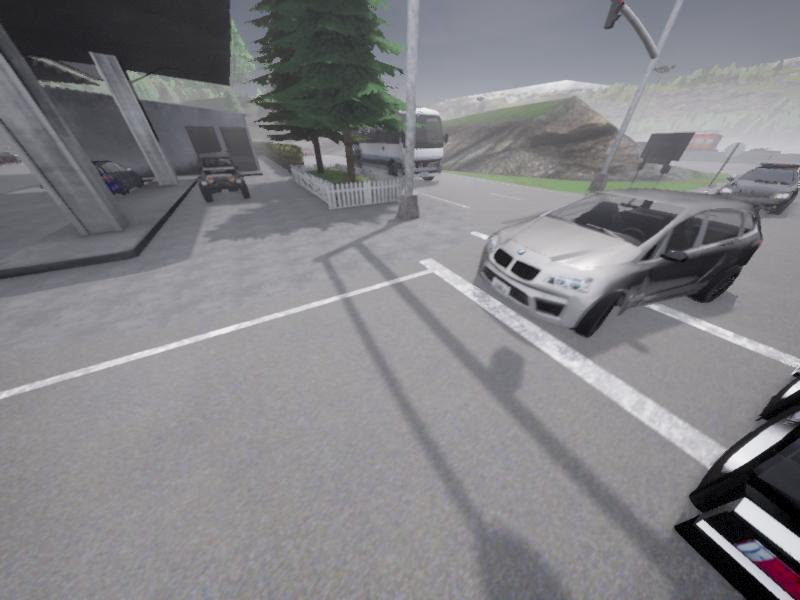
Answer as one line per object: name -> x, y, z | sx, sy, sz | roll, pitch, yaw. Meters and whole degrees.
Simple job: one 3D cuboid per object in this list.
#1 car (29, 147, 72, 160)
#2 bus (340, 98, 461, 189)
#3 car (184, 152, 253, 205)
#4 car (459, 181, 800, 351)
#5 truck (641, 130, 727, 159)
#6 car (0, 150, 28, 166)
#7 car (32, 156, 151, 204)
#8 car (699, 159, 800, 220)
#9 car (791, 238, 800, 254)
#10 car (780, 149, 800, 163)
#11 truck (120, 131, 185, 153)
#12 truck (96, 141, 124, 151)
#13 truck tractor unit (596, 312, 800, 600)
car -> -51.294, -21.664, 34.010 | 1.816, 1.474, 4.193 | -18, 39, -25
bus -> -0.703, -11.766, 17.563 | 3.944, 4.253, 10.273 | -18, 39, -24
car -> -9.052, -6.332, 11.783 | 1.905, 1.878, 3.866 | -19, 39, -25
car -> 3.784, -0.986, 4.067 | 4.611, 1.667, 2.242 | -9, 36, -17
truck -> 49.847, -27.643, 41.064 | 2.891, 3.827, 8.468 | -18, 39, -24
car -> -45.776, -16.210, 26.272 | 1.994, 1.385, 4.181 | -18, 39, -25
car -> -16.133, -6.700, 12.572 | 2.242, 1.667, 4.611 | -19, 39, -25
car -> 15.460, -4.888, 9.849 | 4.974, 1.542, 2.038 | -22, 40, -26
car -> 11.960, -0.574, 3.805 | 5.357, 1.411, 2.033 | 28, 43, 34
car -> 57.091, -19.576, 31.447 | 1.801, 1.575, 5.366 | -18, 39, -24
truck -> -53.420, -34.390, 50.271 | 8.468, 3.827, 2.891 | -19, 39, -25
truck -> -72.380, -38.613, 57.777 | 2.390, 2.098, 6.274 | -19, 39, -25
truck tractor unit -> 5.203, -0.194, 0.696 | 6.516, 4.208, 3.053 | -14, 37, -21
